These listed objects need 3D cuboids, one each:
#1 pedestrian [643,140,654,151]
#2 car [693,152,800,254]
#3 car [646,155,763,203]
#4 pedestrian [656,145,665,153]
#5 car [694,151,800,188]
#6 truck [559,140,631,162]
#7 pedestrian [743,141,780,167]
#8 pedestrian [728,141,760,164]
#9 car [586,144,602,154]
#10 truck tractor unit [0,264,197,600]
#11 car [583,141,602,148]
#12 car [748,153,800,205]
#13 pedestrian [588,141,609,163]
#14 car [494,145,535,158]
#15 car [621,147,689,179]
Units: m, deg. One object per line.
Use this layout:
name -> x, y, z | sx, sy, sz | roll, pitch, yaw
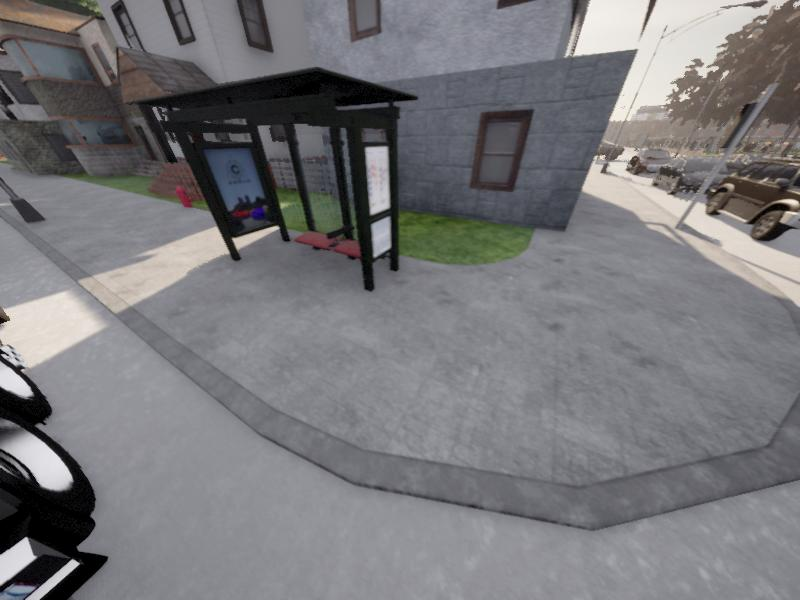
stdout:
pedestrian -> 48.935, -30.433, 45.441 | 0.751, 1.860, 0.751 | 23, 41, 30
car -> 11.029, -2.880, 6.398 | 1.932, 1.855, 4.605 | 18, 39, 24
car -> 14.511, -6.210, 11.488 | 1.837, 1.490, 4.892 | 18, 39, 24
pedestrian -> 45.606, -26.482, 40.459 | 0.500, 1.100, 0.500 | 17, 38, 23
car -> 21.404, -8.243, 14.333 | 2.128, 1.511, 4.902 | 16, 38, 22
truck -> 24.196, -18.829, 28.998 | 2.390, 2.098, 6.274 | -27, 43, -33
pedestrian -> 31.606, -12.789, 20.245 | 0.751, 1.860, 0.751 | 18, 39, 24
pedestrian -> 32.956, -14.142, 22.178 | 0.751, 1.860, 0.751 | 17, 39, 24
car -> 39.338, -30.713, 46.897 | 1.812, 1.442, 4.674 | 18, 39, 24
truck tractor unit -> -5.111, -0.302, 0.780 | 6.516, 4.208, 3.053 | 18, 39, 24
car -> 62.568, -50.725, 75.143 | 2.097, 1.767, 4.553 | -1, 35, -1
car -> 17.924, -4.900, 9.460 | 2.033, 1.649, 4.856 | 17, 38, 23
pedestrian -> 20.578, -15.318, 23.958 | 0.751, 1.860, 0.751 | -10, 36, -14
car -> 16.817, -21.932, 34.034 | 4.902, 1.511, 2.128 | 18, 39, 24
car -> 18.657, -10.325, 17.246 | 2.033, 1.649, 4.856 | 18, 39, 25
